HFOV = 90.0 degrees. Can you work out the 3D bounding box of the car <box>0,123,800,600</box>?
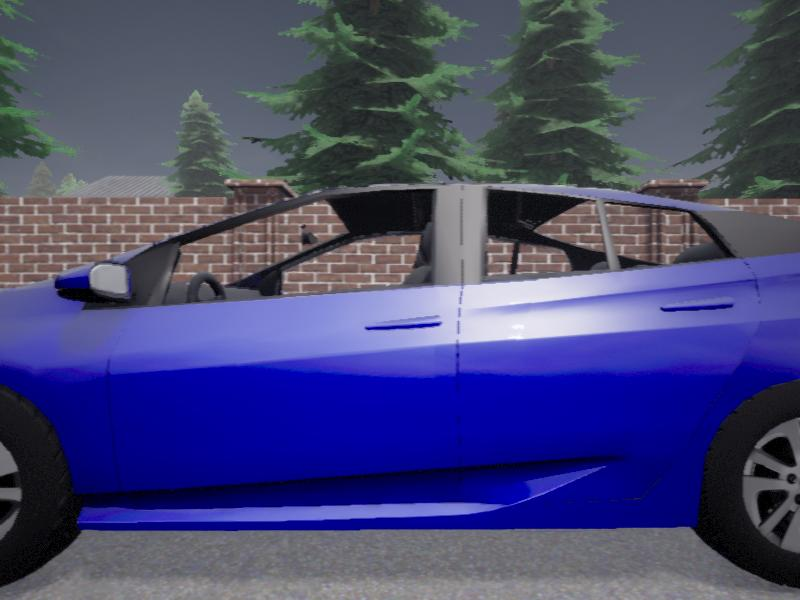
[{"bbox_3d":[-0.027,0.227,2.215,4.514,1.525,2.007,0,0,0],"label":"car"}]
